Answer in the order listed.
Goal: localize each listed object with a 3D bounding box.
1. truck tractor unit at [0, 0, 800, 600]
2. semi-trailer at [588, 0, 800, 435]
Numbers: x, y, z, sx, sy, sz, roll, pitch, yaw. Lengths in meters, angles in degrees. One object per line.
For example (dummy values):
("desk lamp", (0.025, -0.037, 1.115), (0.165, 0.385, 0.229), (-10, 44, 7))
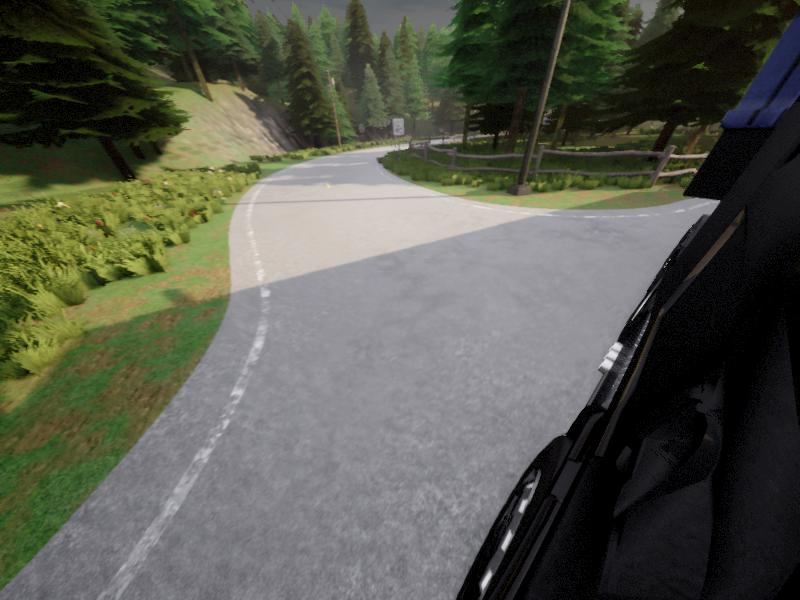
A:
("truck tractor unit", (2.645, -0.295, 0.351), (6.516, 4.208, 3.053), (-28, 44, -30))
("semi-trailer", (9.422, -2.975, 3.347), (14.254, 4.402, 2.717), (-19, 39, -20))
